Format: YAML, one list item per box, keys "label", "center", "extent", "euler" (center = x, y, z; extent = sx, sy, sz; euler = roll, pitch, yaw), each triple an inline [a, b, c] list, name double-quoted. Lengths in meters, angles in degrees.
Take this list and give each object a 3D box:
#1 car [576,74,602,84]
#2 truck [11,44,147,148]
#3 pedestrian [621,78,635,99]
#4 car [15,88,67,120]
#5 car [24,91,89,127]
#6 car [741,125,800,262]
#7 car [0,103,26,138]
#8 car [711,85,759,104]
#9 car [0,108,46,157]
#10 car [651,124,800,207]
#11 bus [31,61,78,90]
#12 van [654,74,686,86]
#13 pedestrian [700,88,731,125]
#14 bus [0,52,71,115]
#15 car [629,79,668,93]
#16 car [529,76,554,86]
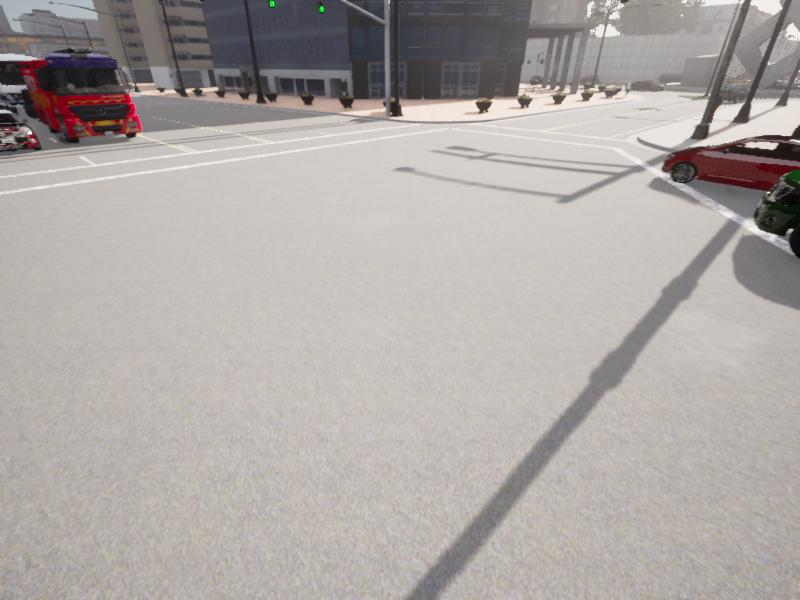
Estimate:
- label: "car"
  center: [40.495, -47.451, 85.821]
  extent: [4.553, 1.767, 2.097]
  euler: [20, 35, 30]
- label: "truck"
  center: [-16.258, -10.326, 20.086]
  extent: [8.468, 3.827, 2.891]
  euler: [26, 39, 38]
- label: "pedestrian"
  center: [24.281, -22.507, 42.571]
  extent: [0.751, 1.860, 0.751]
  euler: [21, 36, 31]
- label: "car"
  center: [-26.322, -14.415, 29.308]
  extent: [3.866, 1.878, 1.905]
  euler: [26, 39, 38]
- label: "car"
  center: [-22.003, -12.289, 25.616]
  extent: [4.553, 1.767, 2.097]
  euler: [26, 39, 38]
- label: "car"
  center: [9.388, -1.343, 6.377]
  extent: [5.566, 2.045, 2.150]
  euler: [23, 37, 33]
- label: "car"
  center: [-21.742, -9.550, 21.250]
  extent: [1.994, 1.385, 4.181]
  euler: [-26, 39, -37]
- label: "car"
  center: [33.627, -20.641, 40.143]
  extent: [4.892, 1.490, 1.837]
  euler: [-18, 35, -29]
- label: "car"
  center: [-16.825, -7.141, 16.896]
  extent: [1.970, 1.475, 3.806]
  euler: [-27, 39, -38]
- label: "car"
  center: [9.925, -3.878, 11.295]
  extent: [1.816, 1.474, 4.193]
  euler: [-22, 37, -33]
- label: "bus"
  center: [-64.013, -41.666, 74.027]
  extent: [10.273, 4.253, 3.944]
  euler: [28, 40, 37]
- label: "van"
  center: [52.854, -43.189, 78.401]
  extent: [4.442, 1.987, 1.775]
  euler: [4, 30, 7]
- label: "pedestrian"
  center: [18.375, -11.290, 23.319]
  extent: [0.751, 1.860, 0.751]
  euler: [-25, 39, -36]
- label: "bus"
  center: [-33.381, -18.873, 34.849]
  extent: [10.273, 4.253, 3.944]
  euler: [23, 37, 35]
- label: "car"
  center: [36.546, -31.558, 59.016]
  extent: [2.152, 1.651, 5.027]
  euler: [-4, 31, -8]
- label: "car"
  center: [27.470, -42.734, 77.914]
  extent: [1.851, 1.617, 3.988]
  euler: [-20, 36, -31]
